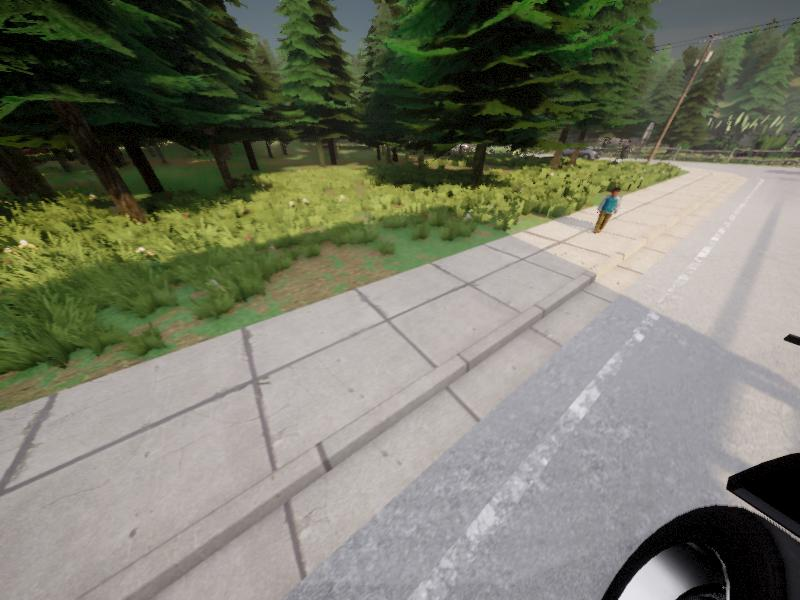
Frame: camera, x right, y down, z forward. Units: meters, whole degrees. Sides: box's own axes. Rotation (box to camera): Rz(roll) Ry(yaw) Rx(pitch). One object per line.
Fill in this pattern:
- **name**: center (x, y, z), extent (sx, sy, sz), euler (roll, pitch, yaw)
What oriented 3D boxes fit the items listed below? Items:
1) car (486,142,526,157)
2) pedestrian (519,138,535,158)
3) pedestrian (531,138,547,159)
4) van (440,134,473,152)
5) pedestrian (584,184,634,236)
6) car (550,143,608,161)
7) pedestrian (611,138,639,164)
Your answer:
- **car**: center (14.843, -21.275, 32.565), extent (2.007, 1.525, 4.514), euler (-22, 40, -27)
- **pedestrian**: center (14.591, -17.466, 26.566), extent (0.751, 1.860, 0.751), euler (-17, 38, -22)
- **pedestrian**: center (15.321, -16.748, 25.542), extent (0.751, 1.860, 0.751), euler (-18, 39, -23)
- **van**: center (10.362, -29.038, 42.729), extent (1.988, 2.561, 5.915), euler (-22, 40, -27)
- **pedestrian**: center (5.235, -2.266, 5.816), extent (0.500, 1.100, 0.500), euler (29, 45, 35)
- **car**: center (20.053, -16.750, 26.103), extent (2.007, 1.525, 4.514), euler (-20, 40, -26)
- **pedestrian**: center (19.598, -12.977, 20.162), extent (0.751, 1.860, 0.751), euler (-11, 37, -14)
